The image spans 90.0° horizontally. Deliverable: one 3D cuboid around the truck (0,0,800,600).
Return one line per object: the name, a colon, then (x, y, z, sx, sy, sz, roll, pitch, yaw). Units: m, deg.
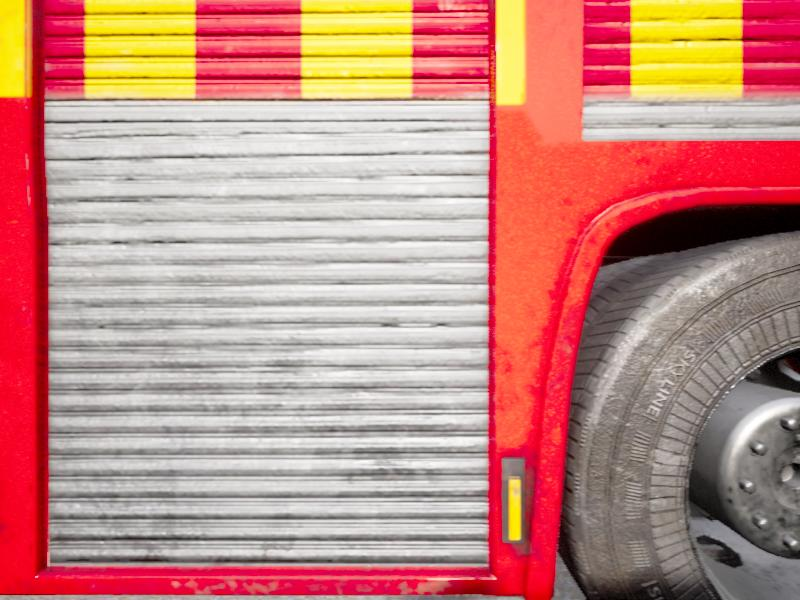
truck: (-1.491, -0.921, 2.200, 8.468, 3.827, 2.891, 0, 0, 0)
